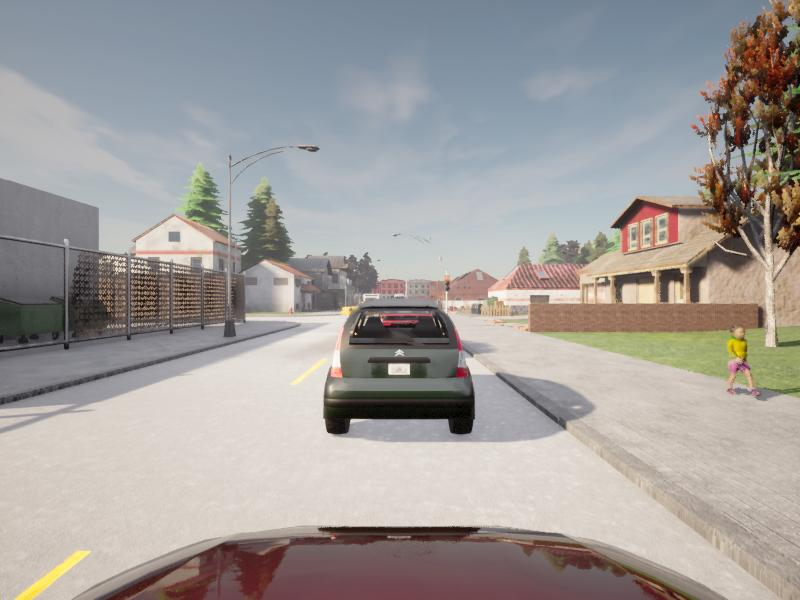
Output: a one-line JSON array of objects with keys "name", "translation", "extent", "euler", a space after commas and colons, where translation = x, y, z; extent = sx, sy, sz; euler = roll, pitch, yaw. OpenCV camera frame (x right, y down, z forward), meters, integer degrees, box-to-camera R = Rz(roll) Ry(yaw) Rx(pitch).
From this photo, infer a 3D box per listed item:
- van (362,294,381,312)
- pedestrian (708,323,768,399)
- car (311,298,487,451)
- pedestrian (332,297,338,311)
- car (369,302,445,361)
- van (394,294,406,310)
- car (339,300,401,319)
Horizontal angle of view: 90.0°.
[{"name": "van", "translation": [-4.044, 0.377, 57.411], "extent": [2.351, 2.431, 6.366], "euler": [0, 0, 0]}, {"name": "pedestrian", "translation": [5.180, 0.913, 6.157], "extent": [0.500, 1.100, 0.500], "euler": [0, 0, 0]}, {"name": "car", "translation": [-0.005, 0.788, 6.219], "extent": [1.851, 1.617, 3.988], "euler": [0, 0, 0]}, {"name": "pedestrian", "translation": [-8.740, 0.534, 54.037], "extent": [0.751, 1.860, 0.751], "euler": [0, 0, -15]}, {"name": "car", "translation": [0.127, 0.828, 12.723], "extent": [2.007, 1.525, 4.514], "euler": [0, 0, -2]}, {"name": "van", "translation": [-0.044, 0.324, 67.224], "extent": [1.988, 2.561, 5.915], "euler": [0, 0, 0]}, {"name": "car", "translation": [-2.555, 0.801, 35.029], "extent": [5.366, 1.575, 1.801], "euler": [0, 0, -38]}]
